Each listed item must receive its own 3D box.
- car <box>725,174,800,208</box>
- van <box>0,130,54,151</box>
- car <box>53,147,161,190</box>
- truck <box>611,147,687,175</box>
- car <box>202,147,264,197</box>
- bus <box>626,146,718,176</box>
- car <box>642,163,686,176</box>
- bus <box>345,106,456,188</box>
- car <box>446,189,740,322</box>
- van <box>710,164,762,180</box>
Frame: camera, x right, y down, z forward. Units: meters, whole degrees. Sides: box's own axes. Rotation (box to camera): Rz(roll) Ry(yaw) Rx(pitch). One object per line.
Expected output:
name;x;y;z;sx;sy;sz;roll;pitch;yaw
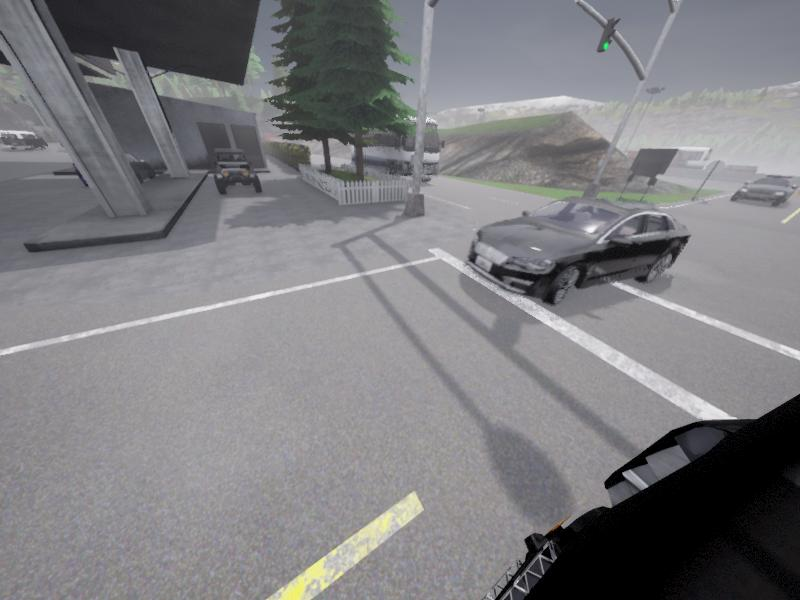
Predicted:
car;23.829;-7.170;14.974;4.974;1.542;2.038;-16;38;-26
van;-47.715;-20.245;29.376;2.069;2.038;4.480;-16;38;-26
car;-15.821;-7.468;12.939;2.242;1.667;4.611;-16;38;-26
truck;45.996;-26.105;43.229;2.891;3.827;8.468;-16;38;-26
car;-8.741;-6.889;12.274;1.905;1.878;3.866;-16;38;-26
bus;52.516;-27.434;45.299;3.944;4.253;10.273;-16;38;-26
car;50.033;-24.882;43.929;2.152;1.651;5.027;-16;38;-26
bus;-0.720;-12.332;18.859;3.944;4.253;10.273;-16;38;-26
car;3.722;-1.230;4.727;4.902;1.511;2.128;-9;35;-21
van;57.162;-21.955;39.463;1.775;1.987;4.442;-16;38;-26
